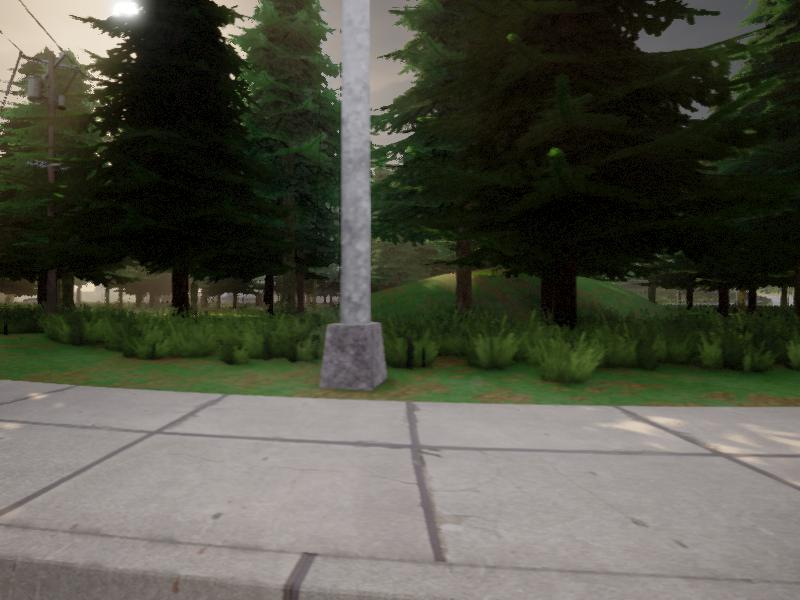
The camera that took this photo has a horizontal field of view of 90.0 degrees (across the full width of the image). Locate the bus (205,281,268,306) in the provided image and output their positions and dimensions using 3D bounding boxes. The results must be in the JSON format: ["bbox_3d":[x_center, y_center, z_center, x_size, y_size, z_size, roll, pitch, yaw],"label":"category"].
[{"bbox_3d":[-30.273,-1.129,74.680,3.944,4.253,10.273,0,0,41],"label":"bus"}]
